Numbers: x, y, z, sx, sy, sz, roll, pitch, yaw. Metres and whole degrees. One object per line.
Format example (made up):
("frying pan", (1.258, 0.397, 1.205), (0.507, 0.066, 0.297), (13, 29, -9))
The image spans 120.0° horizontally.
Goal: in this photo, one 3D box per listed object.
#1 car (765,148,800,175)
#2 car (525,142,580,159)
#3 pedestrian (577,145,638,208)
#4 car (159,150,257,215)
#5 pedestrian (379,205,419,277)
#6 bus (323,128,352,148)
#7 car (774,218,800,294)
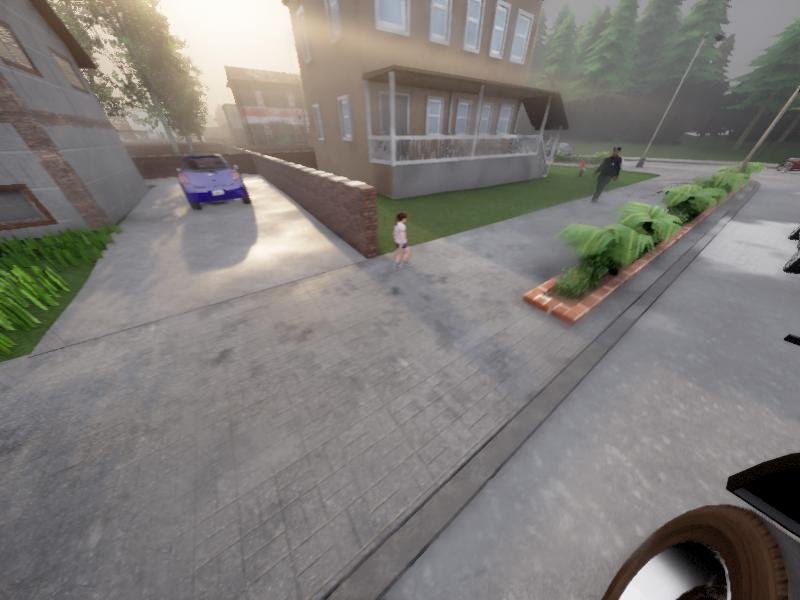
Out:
("car", (27.693, -8.661, 14.608), (2.163, 1.488, 4.792), (6, 36, 9))
("car", (18.872, -18.767, 28.894), (2.152, 1.651, 5.027), (-22, 41, -28))
("pedestrian", (7.261, -4.352, 8.161), (0.751, 1.860, 0.751), (-22, 40, -27))
("car", (-6.671, -4.352, 8.209), (1.845, 1.501, 3.633), (-22, 41, -28))
("pedestrian", (-0.020, -1.086, 4.267), (0.500, 1.100, 0.500), (-21, 40, -27))
("bus", (-17.948, -46.350, 66.073), (3.944, 4.253, 10.273), (-22, 41, -28))
("car", (9.478, -1.331, 4.270), (5.238, 1.638, 1.930), (-22, 41, -27))
